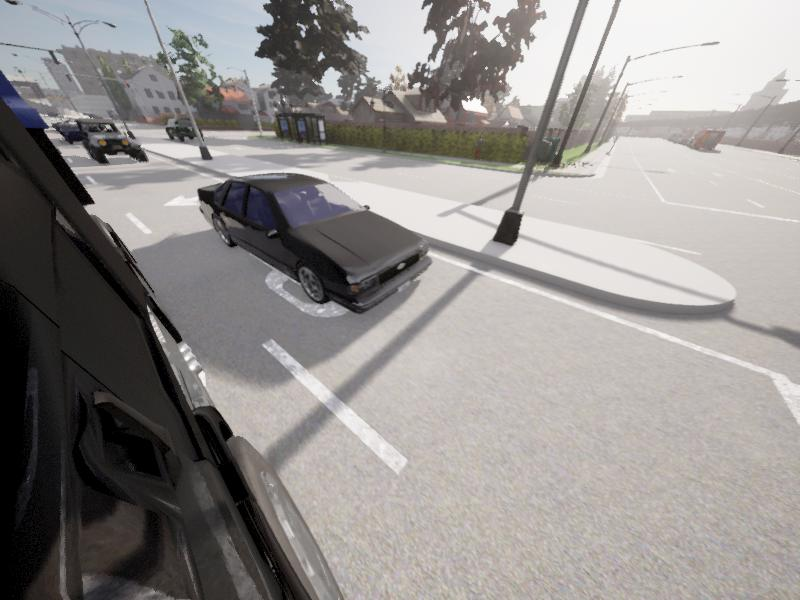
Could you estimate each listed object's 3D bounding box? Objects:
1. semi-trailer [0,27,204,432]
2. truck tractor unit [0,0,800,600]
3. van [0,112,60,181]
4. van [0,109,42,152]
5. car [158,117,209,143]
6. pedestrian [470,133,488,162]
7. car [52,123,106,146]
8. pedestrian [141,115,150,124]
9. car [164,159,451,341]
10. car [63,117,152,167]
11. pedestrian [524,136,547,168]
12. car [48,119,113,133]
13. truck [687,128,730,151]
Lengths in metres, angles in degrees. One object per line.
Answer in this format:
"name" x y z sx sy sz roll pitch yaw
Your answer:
"semi-trailer" -8.827 -3.520 4.087 14.254 4.402 2.717 27 43 28
"truck tractor unit" -2.645 -0.295 0.351 6.516 4.208 3.053 28 44 30
"van" -16.162 -6.194 9.171 4.480 2.038 2.069 26 42 29
"van" -26.164 -11.173 15.127 4.480 2.038 2.069 27 43 27
"car" -23.794 -18.715 25.363 5.566 2.045 2.150 26 43 28
"pedestrian" 6.369 -12.311 18.674 0.751 1.860 0.751 25 42 27
"car" -26.963 -13.913 19.368 4.718 1.301 1.895 26 43 28
"pedestrian" -67.280 -47.717 61.069 0.751 1.860 0.751 27 43 29
"car" -2.012 -1.557 4.441 5.357 1.411 2.033 26 43 28
"car" -15.814 -8.618 12.539 3.866 1.878 1.905 26 43 28
"pedestrian" 9.925 -10.854 16.965 0.751 1.860 0.751 22 41 24
"car" -40.685 -22.221 29.552 1.895 1.301 4.718 27 43 29
"truck" 66.860 -35.165 50.365 2.891 3.827 8.468 27 44 28
